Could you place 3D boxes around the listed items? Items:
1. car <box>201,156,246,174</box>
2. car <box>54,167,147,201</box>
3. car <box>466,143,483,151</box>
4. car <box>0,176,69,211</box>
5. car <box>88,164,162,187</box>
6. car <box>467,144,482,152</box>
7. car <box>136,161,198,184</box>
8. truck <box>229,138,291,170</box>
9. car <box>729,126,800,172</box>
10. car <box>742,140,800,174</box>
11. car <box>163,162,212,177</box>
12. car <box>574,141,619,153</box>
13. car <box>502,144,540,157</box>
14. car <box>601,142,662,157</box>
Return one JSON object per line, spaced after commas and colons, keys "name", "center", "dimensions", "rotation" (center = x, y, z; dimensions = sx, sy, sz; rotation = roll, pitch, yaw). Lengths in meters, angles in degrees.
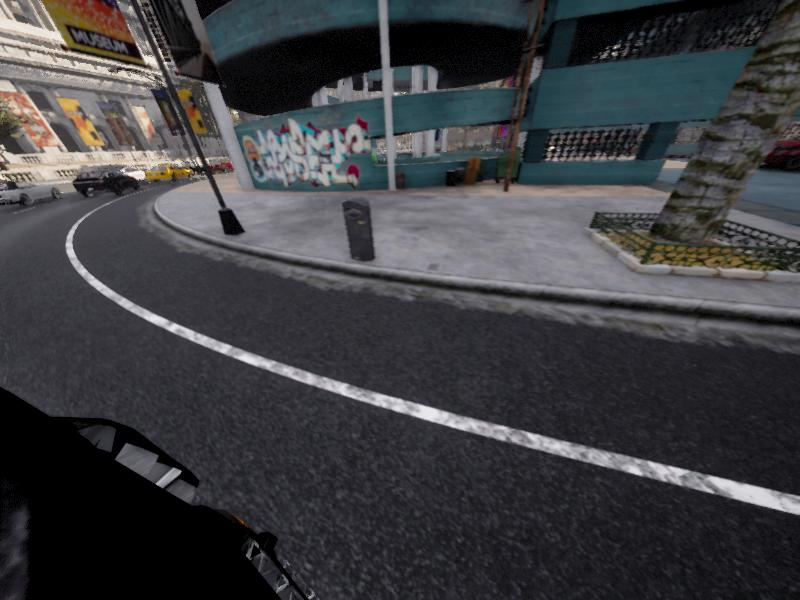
{"name": "car", "center": [-23.585, -18.253, 31.154], "dimensions": [2.097, 1.767, 4.553], "rotation": [1, 34, 5]}
{"name": "car", "center": [-20.970, -8.472, 16.606], "dimensions": [2.128, 1.511, 4.902], "rotation": [-17, 36, -20]}
{"name": "car", "center": [22.172, -45.434, 68.694], "dimensions": [4.605, 1.855, 1.932], "rotation": [7, 35, 14]}
{"name": "car", "center": [-23.266, -6.470, 13.960], "dimensions": [1.895, 1.301, 4.718], "rotation": [-19, 37, -23]}
{"name": "car", "center": [-26.768, -12.375, 22.808], "dimensions": [2.038, 1.542, 4.974], "rotation": [-8, 34, -8]}
{"name": "car", "center": [21.210, -43.392, 66.016], "dimensions": [3.988, 1.617, 1.851], "rotation": [7, 35, 14]}
{"name": "car", "center": [-23.489, -13.110, 23.648], "dimensions": [1.801, 1.575, 5.366], "rotation": [-8, 34, -8]}
{"name": "truck", "center": [-22.041, -23.697, 37.367], "dimensions": [2.891, 3.827, 8.468], "rotation": [6, 35, 13]}
{"name": "car", "center": [23.404, -8.319, 12.597], "dimensions": [5.566, 2.045, 2.435], "rotation": [7, 35, 14]}
{"name": "car", "center": [23.475, -7.987, 12.801], "dimensions": [4.514, 1.523, 2.007], "rotation": [7, 35, 14]}
{"name": "car", "center": [-27.320, -16.991, 29.964], "dimensions": [1.895, 1.301, 4.718], "rotation": [-1, 34, 3]}
{"name": "car", "center": [31.120, -24.410, 36.843], "dimensions": [4.786, 1.482, 2.161], "rotation": [7, 35, 14]}
{"name": "car", "center": [18.855, -23.598, 36.371], "dimensions": [4.902, 1.511, 2.128], "rotation": [7, 35, 14]}
{"name": "car", "center": [27.599, -18.114, 27.749], "dimensions": [4.718, 1.301, 1.895], "rotation": [7, 35, 14]}
